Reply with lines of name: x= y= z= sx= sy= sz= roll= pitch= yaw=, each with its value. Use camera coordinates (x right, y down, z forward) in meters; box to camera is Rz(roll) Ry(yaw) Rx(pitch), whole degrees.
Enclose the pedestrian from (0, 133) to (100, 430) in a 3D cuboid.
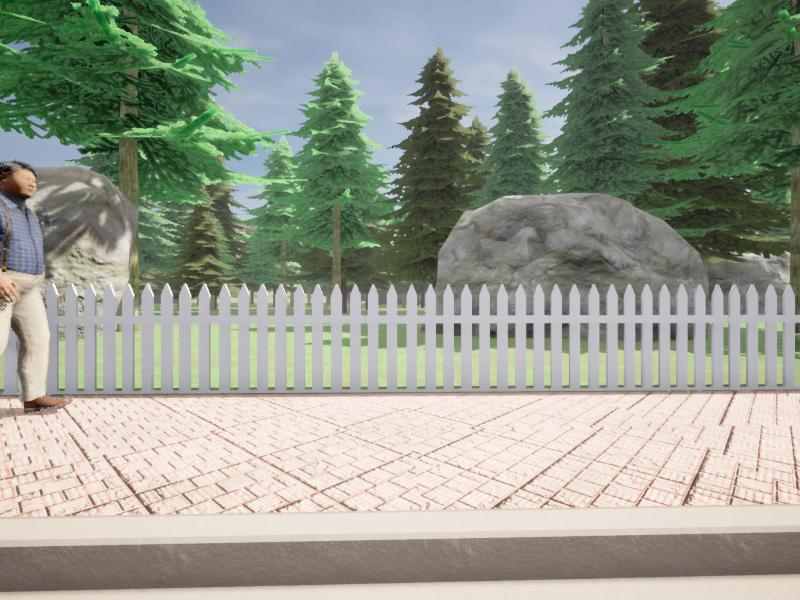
pedestrian: x=-2.800 y=-0.115 z=2.868 sx=0.751 sy=1.860 sz=0.751 roll=0 pitch=0 yaw=-3
